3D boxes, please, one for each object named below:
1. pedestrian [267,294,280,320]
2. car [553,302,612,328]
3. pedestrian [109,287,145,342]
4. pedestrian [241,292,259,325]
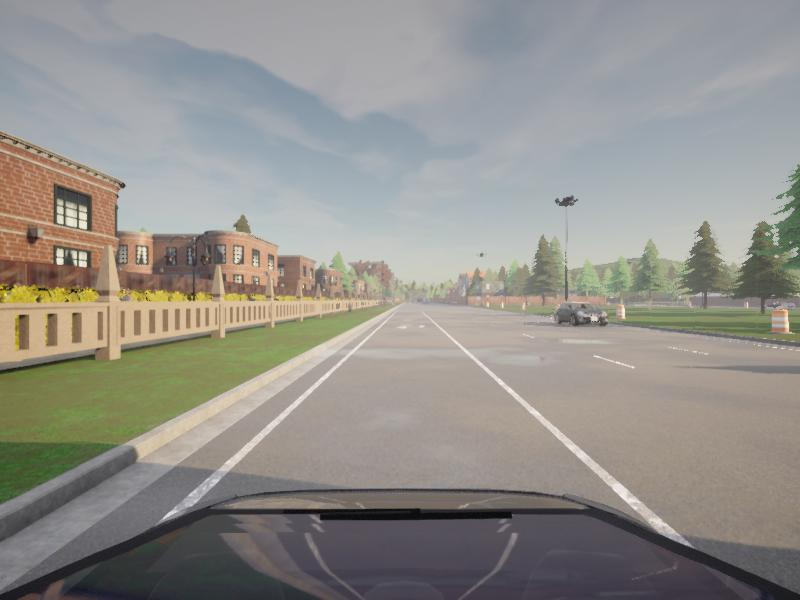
[{"bbox_3d":[-9.103,0.484,28.788,0.751,1.860,0.751,0,0,0],"label":"pedestrian"},{"bbox_3d":[11.075,0.852,24.600,1.970,1.475,3.806,0,0,1],"label":"car"},{"bbox_3d":[-9.542,0.484,13.989,0.751,1.860,0.751,0,0,1],"label":"pedestrian"},{"bbox_3d":[-8.669,0.484,23.084,0.751,1.860,0.751,0,0,2],"label":"pedestrian"}]
